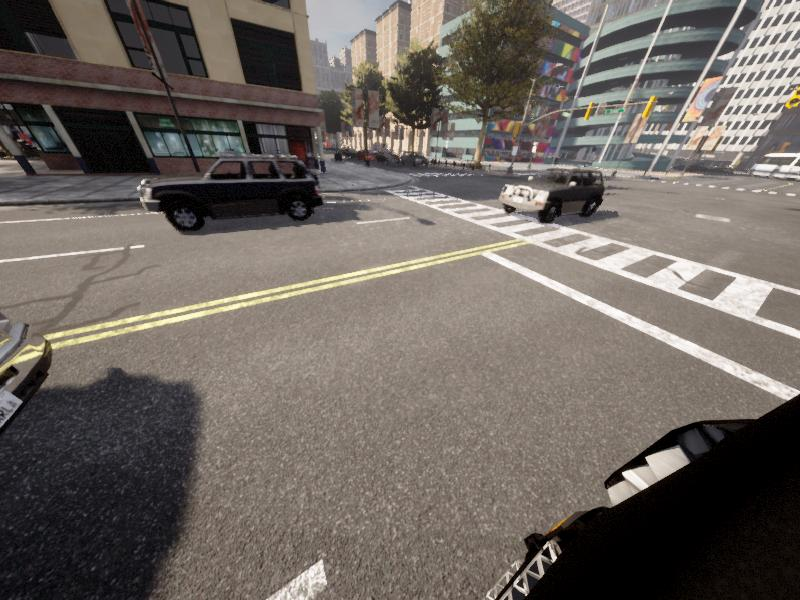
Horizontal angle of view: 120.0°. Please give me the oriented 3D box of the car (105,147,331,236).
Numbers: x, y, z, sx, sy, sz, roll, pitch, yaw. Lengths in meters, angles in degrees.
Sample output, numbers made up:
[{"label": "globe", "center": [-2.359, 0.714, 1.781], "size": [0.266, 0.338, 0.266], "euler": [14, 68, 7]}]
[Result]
[{"label": "car", "center": [-4.791, -3.467, 7.098], "size": [4.605, 1.855, 1.932], "euler": [-16, 38, -26]}]

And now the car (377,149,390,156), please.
[{"label": "car", "center": [-4.204, -38.158, 59.690], "size": [1.845, 1.501, 3.633], "euler": [-16, 38, -26]}]

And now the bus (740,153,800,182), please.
[{"label": "bus", "center": [73.083, -25.610, 44.291], "size": [3.944, 4.253, 10.273], "euler": [18, 36, 22]}]

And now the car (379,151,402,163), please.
[{"label": "car", "center": [-1.608, -22.855, 36.997], "size": [1.994, 1.385, 4.181], "euler": [-16, 38, -26]}]

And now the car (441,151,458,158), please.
[{"label": "car", "center": [14.081, -41.415, 65.880], "size": [2.161, 1.482, 4.786], "euler": [-16, 38, -26]}]

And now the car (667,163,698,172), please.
[{"label": "car", "center": [78.635, -36.877, 64.326], "size": [2.152, 1.651, 5.027], "euler": [-1, 34, -5]}]

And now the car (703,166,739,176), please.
[{"label": "car", "center": [78.049, -31.580, 56.305], "size": [2.152, 1.651, 5.027], "euler": [7, 34, 7]}]

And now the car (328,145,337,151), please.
[{"label": "car", "center": [-23.964, -53.836, 81.776], "size": [1.845, 1.501, 3.633], "euler": [-16, 38, -26]}]

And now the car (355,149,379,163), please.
[{"label": "car", "center": [-5.269, -22.690, 36.323], "size": [2.007, 1.525, 4.514], "euler": [-16, 38, -26]}]

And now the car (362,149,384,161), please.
[{"label": "car", "center": [-4.950, -26.222, 41.680], "size": [2.128, 1.511, 4.902], "euler": [-16, 38, -26]}]

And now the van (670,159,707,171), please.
[{"label": "van", "center": [82.021, -38.479, 65.875], "size": [1.988, 2.561, 5.915], "euler": [-3, 34, -8]}]

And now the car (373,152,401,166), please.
[{"label": "car", "center": [-1.894, -19.367, 31.656], "size": [1.812, 1.442, 4.674], "euler": [-16, 38, -26]}]

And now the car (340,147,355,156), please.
[{"label": "car", "center": [-11.708, -32.941, 51.188], "size": [1.851, 1.617, 3.988], "euler": [-16, 38, -26]}]

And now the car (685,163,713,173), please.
[{"label": "car", "center": [74.867, -33.140, 57.929], "size": [1.905, 1.878, 3.866], "euler": [7, 34, 7]}]

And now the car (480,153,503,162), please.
[{"label": "car", "center": [23.468, -36.720, 59.464], "size": [2.128, 1.511, 4.902], "euler": [-16, 38, -26]}]

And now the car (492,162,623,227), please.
[{"label": "car", "center": [6.324, -4.380, 9.332], "size": [4.605, 1.855, 1.932], "euler": [-16, 38, -26]}]

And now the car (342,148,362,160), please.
[{"label": "car", "center": [-8.577, -25.915, 40.949], "size": [1.837, 1.490, 4.892], "euler": [-16, 39, -26]}]

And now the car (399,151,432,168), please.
[{"label": "car", "center": [2.038, -19.388, 31.785], "size": [2.242, 1.667, 4.611], "euler": [-16, 38, -26]}]

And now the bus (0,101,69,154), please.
[{"label": "bus", "center": [-41.974, -18.213, 24.285], "size": [3.944, 4.253, 10.273], "euler": [-16, 38, -26]}]
